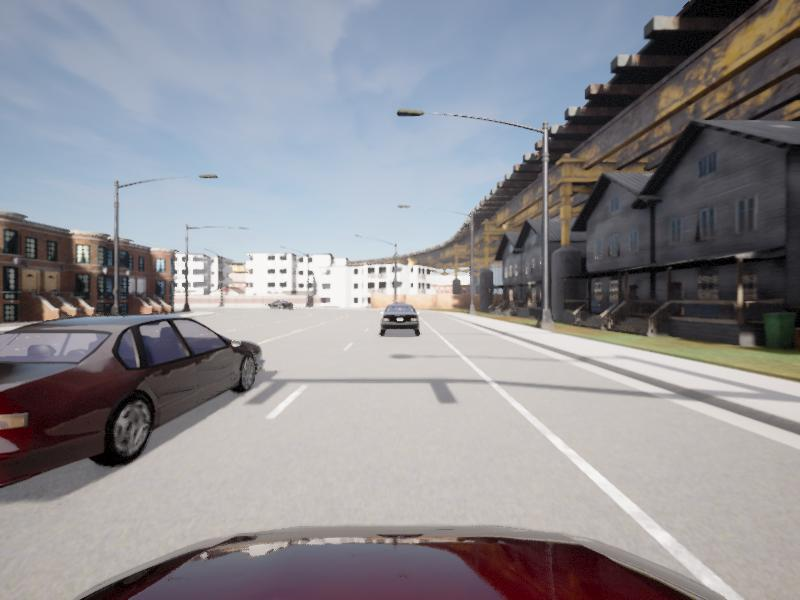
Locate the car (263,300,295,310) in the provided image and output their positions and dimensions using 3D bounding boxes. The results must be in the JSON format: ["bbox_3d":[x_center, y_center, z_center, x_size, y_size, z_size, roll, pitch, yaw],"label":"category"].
[{"bbox_3d":[-19.775,0.758,65.372,5.238,1.638,1.930,0,0,31],"label":"car"}]

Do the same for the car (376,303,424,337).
[{"bbox_3d":[0.002,0.891,19.784,2.033,1.411,5.357,0,0,0],"label":"car"}]

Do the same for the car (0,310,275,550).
[{"bbox_3d":[-3.499,0.894,5.238,2.033,1.411,5.357,0,0,0],"label":"car"}]

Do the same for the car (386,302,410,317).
[{"bbox_3d":[-0.246,0.887,39.519,2.033,1.411,5.357,0,0,-4],"label":"car"}]
